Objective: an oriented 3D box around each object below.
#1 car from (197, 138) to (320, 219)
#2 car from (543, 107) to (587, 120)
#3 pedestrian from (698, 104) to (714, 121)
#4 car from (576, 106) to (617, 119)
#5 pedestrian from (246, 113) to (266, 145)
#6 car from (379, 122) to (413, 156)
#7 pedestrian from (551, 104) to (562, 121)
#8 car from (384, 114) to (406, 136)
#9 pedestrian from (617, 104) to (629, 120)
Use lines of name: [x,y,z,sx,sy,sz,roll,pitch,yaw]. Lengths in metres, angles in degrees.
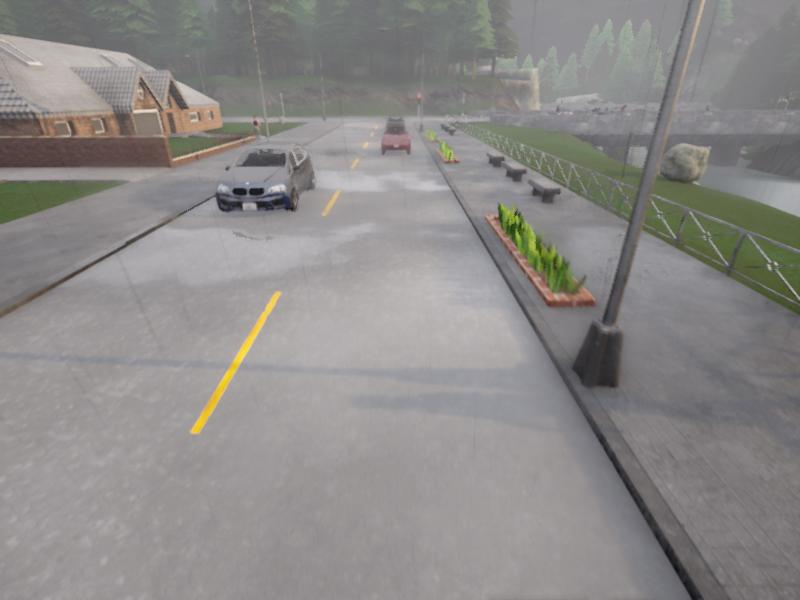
car: [-4.111,-4.022,12.689,2.242,1.667,4.611,0,27,0]
car: [22.528,-25.480,54.664,4.974,1.542,2.038,0,27,-1]
pedestrian: [38.374,-23.531,50.179,0.751,1.860,0.751,-1,27,-1]
car: [28.550,-27.335,58.270,4.611,1.667,2.242,0,27,0]
pedestrian: [-9.312,-11.080,25.996,0.751,1.860,0.751,0,27,0]
car: [-0.229,-9.604,23.735,1.845,1.501,3.633,0,27,0]
pedestrian: [19.470,-23.256,49.693,0.751,1.860,0.751,-5,28,-9]
car: [-0.387,-15.515,35.336,1.816,1.474,4.193,0,27,0]
pedestrian: [28.443,-23.947,51.017,0.751,1.860,0.751,5,28,10]
